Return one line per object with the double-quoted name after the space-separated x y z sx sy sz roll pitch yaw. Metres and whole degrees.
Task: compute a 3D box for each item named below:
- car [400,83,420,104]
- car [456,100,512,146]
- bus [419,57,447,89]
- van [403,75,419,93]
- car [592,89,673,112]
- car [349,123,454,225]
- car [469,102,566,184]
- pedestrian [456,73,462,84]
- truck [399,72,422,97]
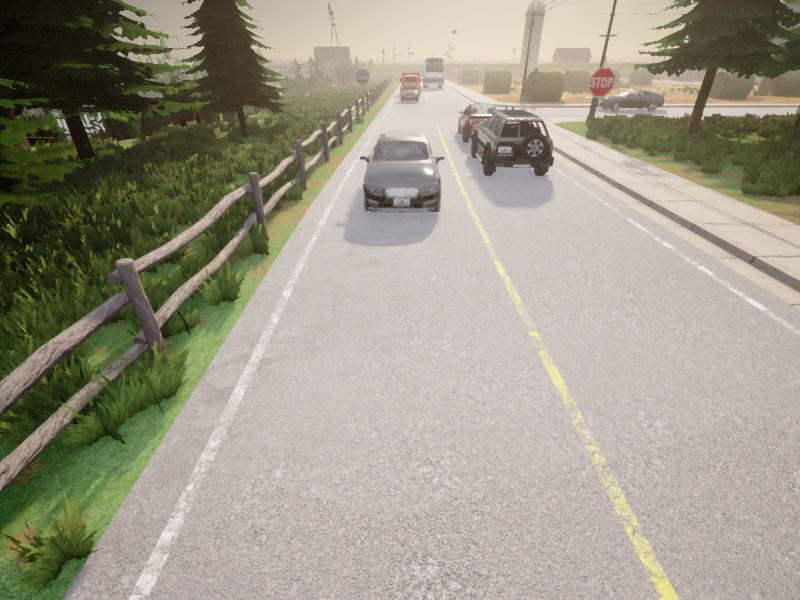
0.960 -20.019 38.694 1.851 1.617 3.988 1 30 1 "car"
3.870 -8.582 19.188 2.007 1.525 4.514 2 30 3 "car"
5.295 -37.462 65.937 3.944 4.253 10.273 1 30 1 "bus"
1.517 -29.710 54.867 2.069 2.038 4.480 1 30 1 "van"
18.226 -15.784 31.605 4.902 1.511 2.128 -1 30 -1 "car"
0.069 -3.563 10.607 2.128 1.511 4.902 0 30 1 "car"
3.648 -5.440 13.457 1.932 1.855 4.605 1 30 1 "car"
11.000 -41.297 74.536 0.751 1.860 0.751 0 30 -1 "pedestrian"
1.278 -25.892 47.905 2.627 2.467 5.204 1 30 1 "truck"
